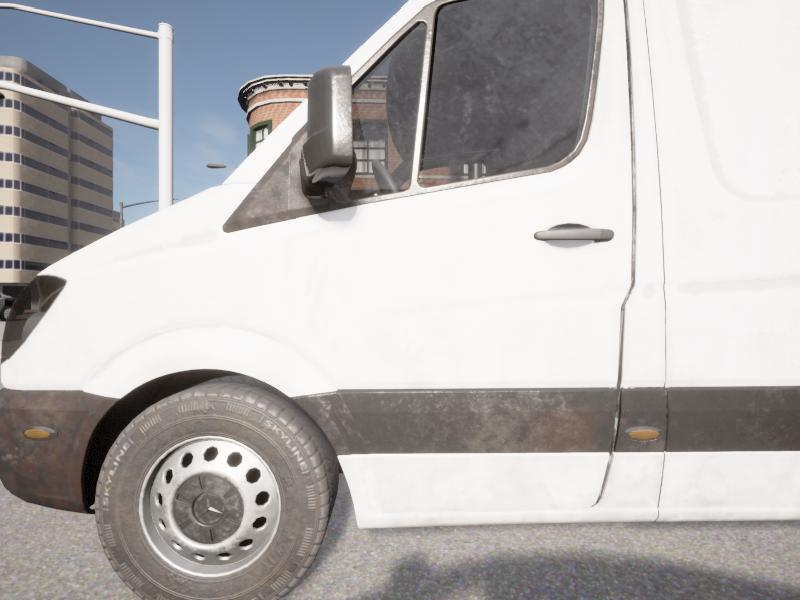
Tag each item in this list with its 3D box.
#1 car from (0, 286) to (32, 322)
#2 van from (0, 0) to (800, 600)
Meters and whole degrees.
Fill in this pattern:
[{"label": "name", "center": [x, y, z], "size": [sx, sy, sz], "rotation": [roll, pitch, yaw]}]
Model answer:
[{"label": "car", "center": [-18.959, 0.171, 16.969], "size": [1.930, 1.638, 5.238], "rotation": [0, 0, -1]}, {"label": "van", "center": [1.351, -0.278, 2.210], "size": [5.915, 2.561, 1.988], "rotation": [0, 0, 0]}]
